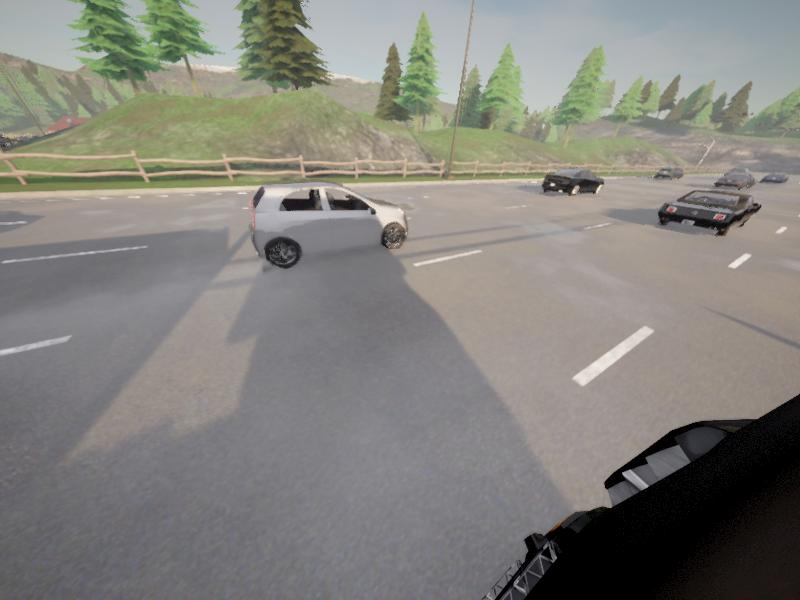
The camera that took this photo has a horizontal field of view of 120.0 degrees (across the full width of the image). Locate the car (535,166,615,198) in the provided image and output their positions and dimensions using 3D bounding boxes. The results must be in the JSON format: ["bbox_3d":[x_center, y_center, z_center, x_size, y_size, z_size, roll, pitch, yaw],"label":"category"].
[{"bbox_3d":[11.687,-7.957,15.453,5.008,1.535,1.882,-16,38,-26],"label":"car"}]

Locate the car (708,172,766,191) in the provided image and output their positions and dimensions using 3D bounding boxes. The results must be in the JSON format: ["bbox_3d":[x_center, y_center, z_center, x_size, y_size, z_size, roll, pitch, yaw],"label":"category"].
[{"bbox_3d":[34.429,-12.159,23.619,5.357,1.411,2.033,-14,37,-24],"label":"car"}]

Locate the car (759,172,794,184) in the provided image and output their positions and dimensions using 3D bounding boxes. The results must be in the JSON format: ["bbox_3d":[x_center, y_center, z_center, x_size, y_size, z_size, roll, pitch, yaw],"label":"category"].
[{"bbox_3d":[55.339,-17.960,33.954,4.181,1.385,1.994,-16,38,-26],"label":"car"}]

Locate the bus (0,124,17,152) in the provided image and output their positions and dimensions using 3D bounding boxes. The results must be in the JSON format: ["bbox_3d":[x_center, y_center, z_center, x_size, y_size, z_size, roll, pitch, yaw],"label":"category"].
[{"bbox_3d":[-47.224,-18.636,24.725,10.273,4.253,3.944,29,42,34],"label":"bus"}]

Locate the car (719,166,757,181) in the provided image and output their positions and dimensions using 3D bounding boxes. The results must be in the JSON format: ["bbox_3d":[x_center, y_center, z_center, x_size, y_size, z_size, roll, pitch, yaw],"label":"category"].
[{"bbox_3d":[51.866,-19.382,35.456,4.553,1.767,2.097,-16,38,-26],"label":"car"}]

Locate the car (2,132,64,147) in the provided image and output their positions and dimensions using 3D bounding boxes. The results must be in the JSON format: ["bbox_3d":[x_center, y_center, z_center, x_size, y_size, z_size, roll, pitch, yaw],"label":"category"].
[{"bbox_3d":[-58.670,-25.760,37.080,4.611,1.667,2.242,-16,38,-26],"label":"car"}]

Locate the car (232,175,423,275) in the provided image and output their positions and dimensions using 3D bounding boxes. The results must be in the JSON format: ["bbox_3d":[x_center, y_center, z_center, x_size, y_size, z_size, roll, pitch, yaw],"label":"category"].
[{"bbox_3d":[-1.546,-1.999,5.481,3.633,1.501,1.845,-16,38,-26],"label":"car"}]

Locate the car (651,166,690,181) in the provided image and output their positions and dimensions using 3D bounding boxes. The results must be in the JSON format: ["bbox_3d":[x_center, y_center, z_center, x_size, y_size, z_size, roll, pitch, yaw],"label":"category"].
[{"bbox_3d":[36.682,-17.221,31.305,4.514,1.525,2.007,-16,38,-26],"label":"car"}]

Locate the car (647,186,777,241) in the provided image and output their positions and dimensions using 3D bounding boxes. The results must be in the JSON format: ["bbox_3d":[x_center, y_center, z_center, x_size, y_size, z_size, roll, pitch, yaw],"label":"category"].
[{"bbox_3d":[12.312,-3.579,9.113,4.718,1.301,1.895,-16,38,-26],"label":"car"}]
